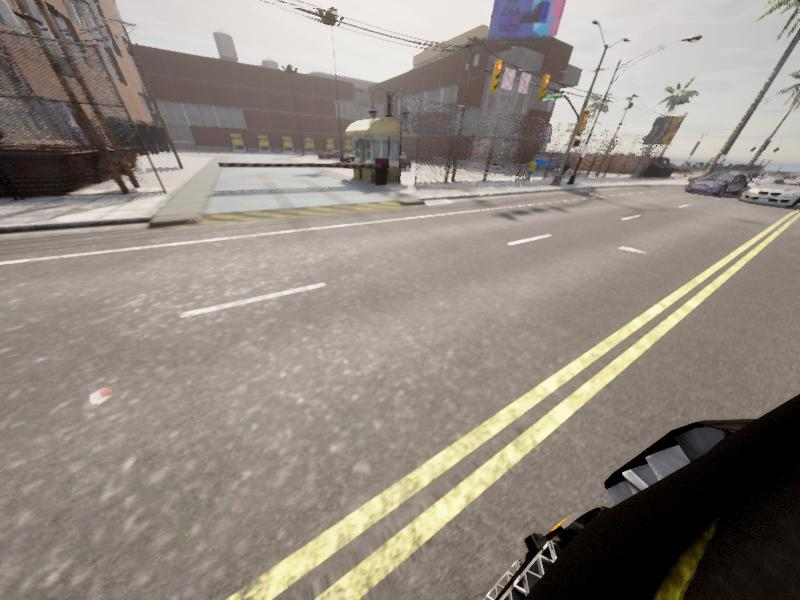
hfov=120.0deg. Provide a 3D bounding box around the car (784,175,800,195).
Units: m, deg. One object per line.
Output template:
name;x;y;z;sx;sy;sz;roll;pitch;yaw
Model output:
car;39.126;-10.328;21.029;4.514;1.525;2.007;1;33;-3

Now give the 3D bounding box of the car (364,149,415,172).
car;-1.085;-14.137;23.437;4.553;1.767;2.185;-16;38;-26

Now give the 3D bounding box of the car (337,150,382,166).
car;-4.975;-17.766;28.865;5.008;1.535;2.097;-16;38;-26

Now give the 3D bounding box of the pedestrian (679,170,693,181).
pedestrian;34.653;-15.094;27.970;0.500;1.100;0.500;-9;35;-17

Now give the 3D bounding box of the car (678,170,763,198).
car;25.176;-9.199;18.215;4.856;1.649;2.033;-9;35;-18

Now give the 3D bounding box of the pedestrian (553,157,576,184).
pedestrian;13.793;-10.870;19.381;0.751;1.860;0.751;-20;39;-30

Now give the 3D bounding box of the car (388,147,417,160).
car;0.574;-30.607;48.395;5.566;2.045;2.435;-16;38;-26

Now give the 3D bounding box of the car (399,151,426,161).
car;2.501;-28.709;46.158;4.786;1.482;2.161;-16;38;-26

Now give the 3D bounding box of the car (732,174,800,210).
car;24.745;-7.055;14.905;4.611;1.667;2.242;-11;36;-20

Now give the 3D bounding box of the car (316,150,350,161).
car;-10.439;-22.738;36.332;4.718;1.301;1.895;-16;38;-26

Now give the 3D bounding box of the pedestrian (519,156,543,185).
pedestrian;9.848;-9.745;17.394;0.751;1.860;0.751;-16;38;-25
